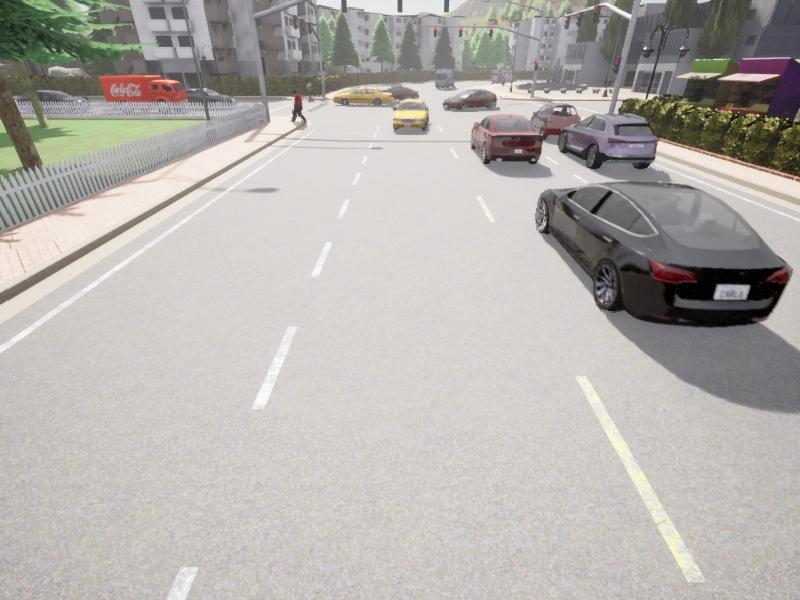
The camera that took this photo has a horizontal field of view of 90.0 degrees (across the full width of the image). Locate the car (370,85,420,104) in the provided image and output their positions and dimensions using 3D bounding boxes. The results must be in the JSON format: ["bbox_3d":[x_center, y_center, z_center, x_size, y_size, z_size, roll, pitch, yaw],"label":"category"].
[{"bbox_3d":[-0.440,-19.678,38.287,4.674,1.442,1.812,1,30,1],"label":"car"}]

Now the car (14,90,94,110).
[{"bbox_3d":[-28.542,-16.581,33.148,4.718,1.301,1.895,1,30,2],"label":"car"}]

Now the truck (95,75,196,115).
[{"bbox_3d":[-18.580,-15.147,29.521,5.204,2.467,2.627,1,30,2],"label":"truck"}]

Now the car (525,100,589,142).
[{"bbox_3d":[7.580,-8.888,19.718,1.845,1.501,3.633,2,30,3],"label":"car"}]

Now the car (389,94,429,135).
[{"bbox_3d":[0.629,-10.547,22.511,1.801,1.575,5.366,3,31,5],"label":"car"}]

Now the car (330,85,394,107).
[{"bbox_3d":[-3.246,-18.026,35.321,5.366,1.575,1.801,1,30,2],"label":"car"}]

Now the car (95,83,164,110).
[{"bbox_3d":[-22.069,-16.723,32.795,3.866,1.878,1.905,1,30,2],"label":"car"}]

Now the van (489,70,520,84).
[{"bbox_3d":[21.137,-45.069,80.772,6.366,2.431,2.351,-22,37,-33],"label":"van"}]

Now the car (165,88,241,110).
[{"bbox_3d":[-15.998,-16.453,32.707,4.902,1.511,2.128,1,30,2],"label":"car"}]

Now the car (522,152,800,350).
[{"bbox_3d":[3.844,-1.231,6.656,2.163,1.488,4.792,0,30,0],"label":"car"}]

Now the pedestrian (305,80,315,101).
[{"bbox_3d":[-9.031,-21.070,40.214,0.751,1.860,0.751,-8,31,-13],"label":"pedestrian"}]

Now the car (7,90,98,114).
[{"bbox_3d":[-25.932,-14.855,29.992,4.892,1.490,1.837,1,30,2],"label":"car"}]

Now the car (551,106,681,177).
[{"bbox_3d":[7.418,-5.895,14.495,2.033,1.649,4.856,0,30,1],"label":"car"}]

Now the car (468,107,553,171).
[{"bbox_3d":[3.927,-6.273,15.235,1.882,1.535,5.008,0,30,0],"label":"car"}]

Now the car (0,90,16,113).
[{"bbox_3d":[-32.489,-14.970,30.194,4.892,1.490,1.837,1,30,2],"label":"car"}]

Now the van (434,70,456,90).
[{"bbox_3d":[7.049,-34.247,62.104,1.988,2.561,5.915,10,32,16],"label":"van"}]

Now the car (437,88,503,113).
[{"bbox_3d":[5.568,-15.918,31.808,4.792,1.488,2.163,-18,35,-28],"label":"car"}]

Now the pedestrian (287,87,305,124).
[{"bbox_3d":[-5.907,-11.091,22.820,0.751,1.860,0.751,-4,31,-7],"label":"pedestrian"}]
